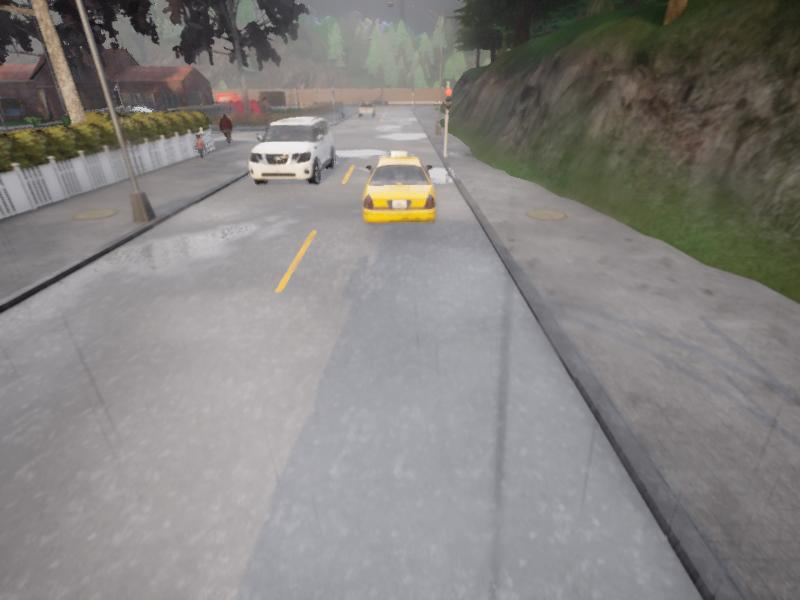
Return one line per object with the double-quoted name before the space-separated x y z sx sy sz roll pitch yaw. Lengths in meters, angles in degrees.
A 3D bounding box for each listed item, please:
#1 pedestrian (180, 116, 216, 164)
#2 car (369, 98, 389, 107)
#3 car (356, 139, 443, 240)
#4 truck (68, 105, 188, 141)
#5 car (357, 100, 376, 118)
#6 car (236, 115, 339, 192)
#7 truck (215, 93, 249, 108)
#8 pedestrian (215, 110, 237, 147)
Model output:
"pedestrian" -8.854 -7.038 17.596 0.751 1.860 0.751 7 29 14
"car" -4.243 -39.773 80.470 3.705 1.549 1.789 16 32 28
"car" -0.016 -3.308 11.018 1.801 1.575 5.366 0 28 0
"truck" -18.682 -12.340 27.808 6.274 2.098 2.390 0 28 0
"car" -4.044 -23.706 49.556 1.932 1.855 4.605 0 28 0
"car" -3.901 -5.778 15.255 2.150 2.045 5.566 0 27 1
"truck" -32.871 -39.188 78.626 5.204 2.467 2.627 0 28 0
"pedestrian" -9.930 -9.804 22.870 0.751 1.860 0.751 -6 28 -10
